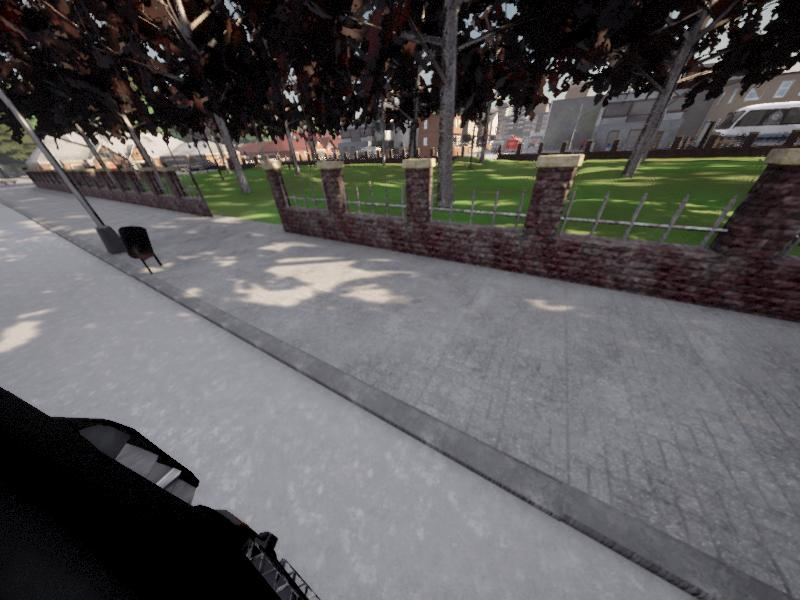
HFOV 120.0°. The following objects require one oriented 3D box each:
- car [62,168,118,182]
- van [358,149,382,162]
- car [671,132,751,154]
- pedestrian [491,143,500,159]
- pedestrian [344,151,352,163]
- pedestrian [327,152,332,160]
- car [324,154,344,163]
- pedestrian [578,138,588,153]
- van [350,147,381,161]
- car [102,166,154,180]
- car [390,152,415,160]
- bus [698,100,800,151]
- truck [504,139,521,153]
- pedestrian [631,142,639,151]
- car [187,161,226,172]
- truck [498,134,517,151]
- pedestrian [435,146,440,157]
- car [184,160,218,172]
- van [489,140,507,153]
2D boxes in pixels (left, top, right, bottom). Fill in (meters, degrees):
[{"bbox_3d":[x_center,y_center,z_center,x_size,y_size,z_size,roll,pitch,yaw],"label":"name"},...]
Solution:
[{"bbox_3d":[-48.691,-19.734,36.436,1.837,1.490,4.892,16,38,27],"label":"car"},{"bbox_3d":[-5.967,-28.768,46.099,4.442,1.987,1.775,14,37,24],"label":"van"},{"bbox_3d":[34.272,-17.404,25.715,4.605,1.855,1.932,16,38,26],"label":"car"},{"bbox_3d":[13.464,-20.943,32.562,0.751,1.860,0.751,22,41,32],"label":"pedestrian"},{"bbox_3d":[-9.695,-26.677,43.133,0.751,1.860,0.751,13,37,22],"label":"pedestrian"},{"bbox_3d":[-19.743,-40.516,64.836,0.751,1.860,0.751,16,38,26],"label":"pedestrian"},{"bbox_3d":[-14.375,-30.947,50.497,3.633,1.501,1.845,14,37,24],"label":"car"},{"bbox_3d":[29.003,-24.485,36.628,0.751,1.860,0.751,17,39,28],"label":"pedestrian"},{"bbox_3d":[-7.490,-32.103,50.858,6.366,2.431,2.351,16,38,26],"label":"van"},{"bbox_3d":[-43.477,-20.475,37.086,1.882,1.535,5.008,15,38,25],"label":"car"},{"bbox_3d":[0.591,-29.024,46.570,4.718,1.301,1.895,18,39,28],"label":"car"},{"bbox_3d":[41.688,-18.682,24.911,10.273,4.253,3.944,18,39,26],"label":"bus"},{"bbox_3d":[25.606,-35.000,52.473,2.627,2.467,5.204,14,38,24],"label":"truck"},{"bbox_3d":[34.863,-22.790,34.272,0.500,1.100,0.500,20,40,31],"label":"pedestrian"},{"bbox_3d":[-37.796,-26.090,45.222,2.033,1.411,5.357,15,38,25],"label":"car"},{"bbox_3d":[30.775,-45.090,66.034,2.891,3.827,8.468,17,39,28],"label":"truck"},{"bbox_3d":[7.705,-30.675,47.714,0.751,1.860,0.751,-4,34,-2],"label":"pedestrian"},{"bbox_3d":[-40.738,-27.544,47.409,2.242,1.667,4.611,17,39,28],"label":"car"},{"bbox_3d":[24.133,-37.696,56.690,2.351,2.431,6.366,17,39,28],"label":"van"}]
